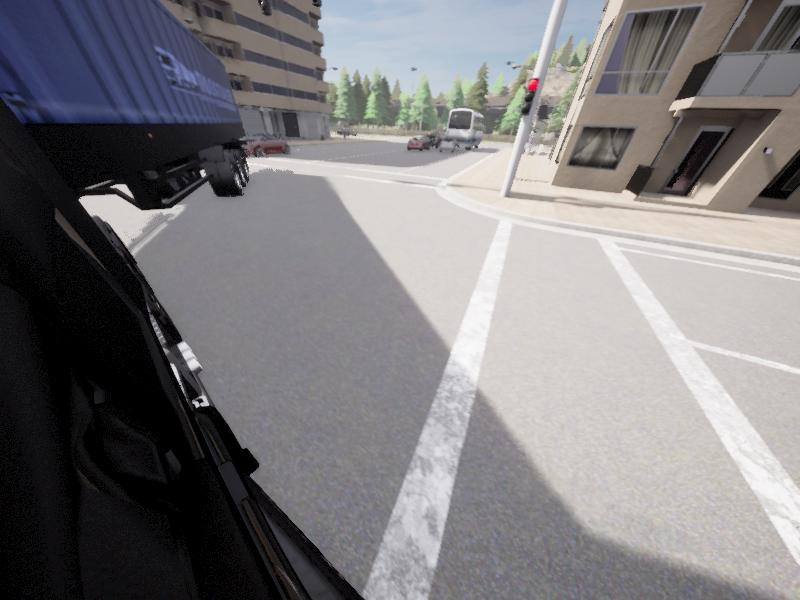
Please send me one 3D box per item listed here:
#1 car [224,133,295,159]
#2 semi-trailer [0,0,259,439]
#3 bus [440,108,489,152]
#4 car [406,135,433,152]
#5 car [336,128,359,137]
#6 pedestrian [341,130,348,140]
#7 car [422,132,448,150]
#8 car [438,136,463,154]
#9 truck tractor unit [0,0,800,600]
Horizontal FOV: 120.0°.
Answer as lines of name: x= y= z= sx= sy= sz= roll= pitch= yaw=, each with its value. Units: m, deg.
car: x=-10.691 y=-12.082 z=17.999 sx=1.994 sy=1.385 sz=4.181 roll=17 pitch=39 yaw=18
semi-trailer: x=-6.325 y=-4.565 z=5.652 sx=2.717 sy=4.402 sz=14.254 roll=-12 pitch=39 yaw=-18
bus: x=9.283 y=-23.811 z=32.544 sx=3.944 sy=4.253 sz=10.273 roll=17 pitch=39 yaw=18
car: x=2.396 y=-18.814 z=27.743 sx=1.970 sy=1.475 sz=3.806 roll=17 pitch=39 yaw=18
car: x=-12.140 y=-38.795 z=53.447 sx=4.892 sy=1.490 sz=1.837 roll=17 pitch=39 yaw=18
pedestrian: x=-8.913 y=-26.491 z=37.155 sx=0.751 sy=1.300 sz=0.751 roll=17 pitch=39 yaw=19
car: x=4.904 y=-22.176 z=32.063 sx=1.932 sy=1.855 sz=4.605 roll=17 pitch=39 yaw=18
car: x=6.015 y=-18.414 z=27.392 sx=1.845 sy=1.501 sz=3.633 roll=17 pitch=39 yaw=18
truck tractor unit: x=-2.645 y=-0.295 z=0.351 sx=6.516 sy=4.208 sz=3.053 roll=28 pitch=44 yaw=30
